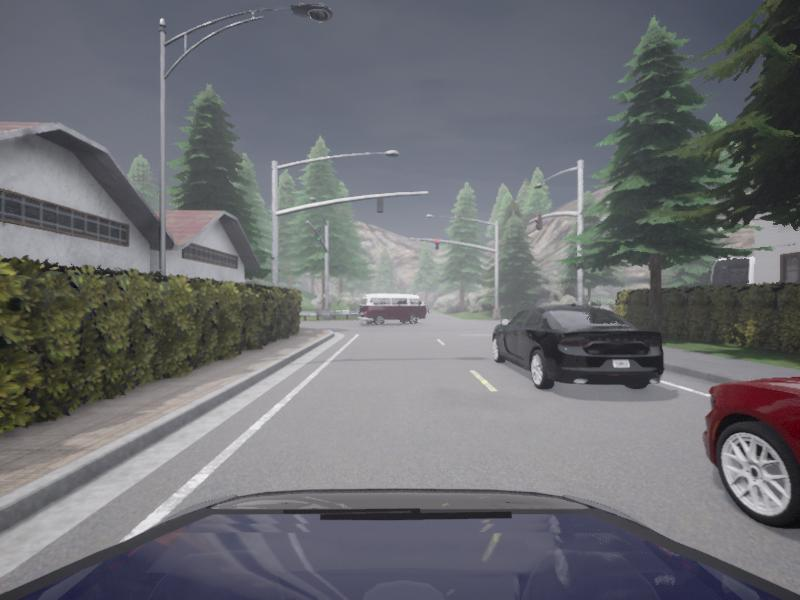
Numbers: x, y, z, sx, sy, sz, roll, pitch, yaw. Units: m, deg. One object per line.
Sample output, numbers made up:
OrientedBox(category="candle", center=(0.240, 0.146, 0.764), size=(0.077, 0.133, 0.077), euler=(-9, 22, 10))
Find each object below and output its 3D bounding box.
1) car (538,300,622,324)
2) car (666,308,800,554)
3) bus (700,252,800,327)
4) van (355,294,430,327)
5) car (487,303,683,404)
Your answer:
OrientedBox(category="car", center=(12.670, 0.814, 28.455), size=(5.027, 1.651, 2.152), euler=(0, 0, 0))
OrientedBox(category="car", center=(3.475, 0.826, 1.272), size=(1.882, 1.535, 5.008), euler=(0, 0, -1))
OrientedBox(category="bus", center=(25.528, -0.516, 25.132), size=(10.273, 4.253, 3.944), euler=(1, 0, 0))
OrientedBox(category="van", center=(-0.505, 0.613, 26.554), size=(4.480, 2.038, 2.069), euler=(0, 2, -26))
OrientedBox(category="car", center=(3.393, 0.839, 8.654), size=(1.882, 1.535, 5.008), euler=(0, 0, -1))
